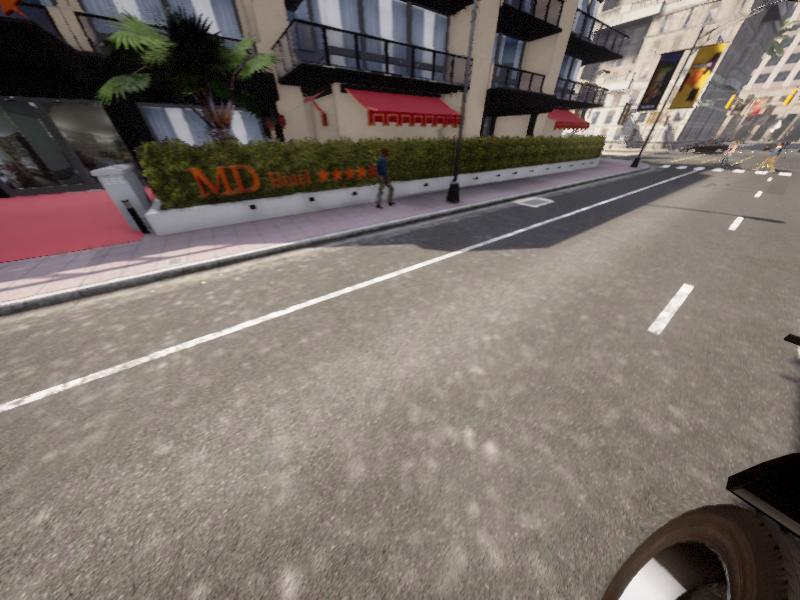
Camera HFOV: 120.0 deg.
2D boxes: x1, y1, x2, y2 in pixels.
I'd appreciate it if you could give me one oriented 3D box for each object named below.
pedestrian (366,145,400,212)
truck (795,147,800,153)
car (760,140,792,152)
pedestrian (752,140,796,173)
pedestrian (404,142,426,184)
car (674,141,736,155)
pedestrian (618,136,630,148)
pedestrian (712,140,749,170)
[{"bbox_3d":[-0.535,-4.023,7.677,0.751,1.860,0.751,-20,40,-26],"label":"pedestrian"},{"bbox_3d":[58.532,-21.927,32.153,5.204,2.467,2.627,-22,41,-28],"label":"truck"},{"bbox_3d":[58.475,-23.935,35.926,5.357,1.411,2.033,-22,41,-28],"label":"car"},{"bbox_3d":[25.806,-9.907,15.985,0.751,1.860,0.751,-21,40,-26],"label":"pedestrian"},{"bbox_3d":[0.766,-7.252,12.230,0.751,1.860,0.751,-22,41,-28],"label":"pedestrian"},{"bbox_3d":[42.689,-21.473,32.523,4.892,1.490,1.837,10,38,15],"label":"car"},{"bbox_3d":[42.235,-29.725,43.577,0.751,1.860,0.751,-20,40,-26],"label":"pedestrian"},{"bbox_3d":[25.133,-11.043,17.598,0.751,1.860,0.751,-22,41,-28],"label":"pedestrian"}]
